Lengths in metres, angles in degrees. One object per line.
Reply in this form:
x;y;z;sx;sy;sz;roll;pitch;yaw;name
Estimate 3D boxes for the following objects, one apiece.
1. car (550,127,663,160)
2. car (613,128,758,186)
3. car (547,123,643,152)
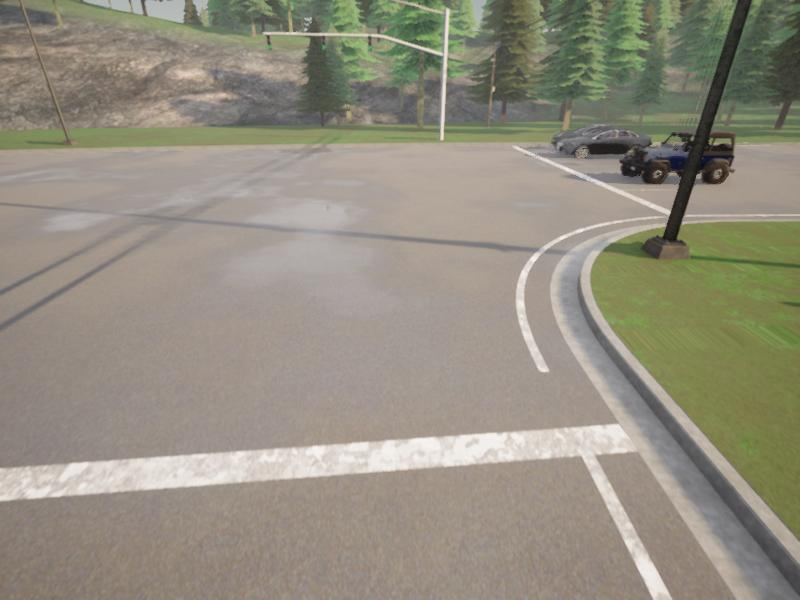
11.162;-8.621;21.948;4.902;1.511;2.128;0;27;-1;car
10.939;-5.612;15.624;3.866;1.878;1.905;0;27;-1;car
12.098;-10.216;25.097;4.892;1.490;1.837;0;27;-1;car
